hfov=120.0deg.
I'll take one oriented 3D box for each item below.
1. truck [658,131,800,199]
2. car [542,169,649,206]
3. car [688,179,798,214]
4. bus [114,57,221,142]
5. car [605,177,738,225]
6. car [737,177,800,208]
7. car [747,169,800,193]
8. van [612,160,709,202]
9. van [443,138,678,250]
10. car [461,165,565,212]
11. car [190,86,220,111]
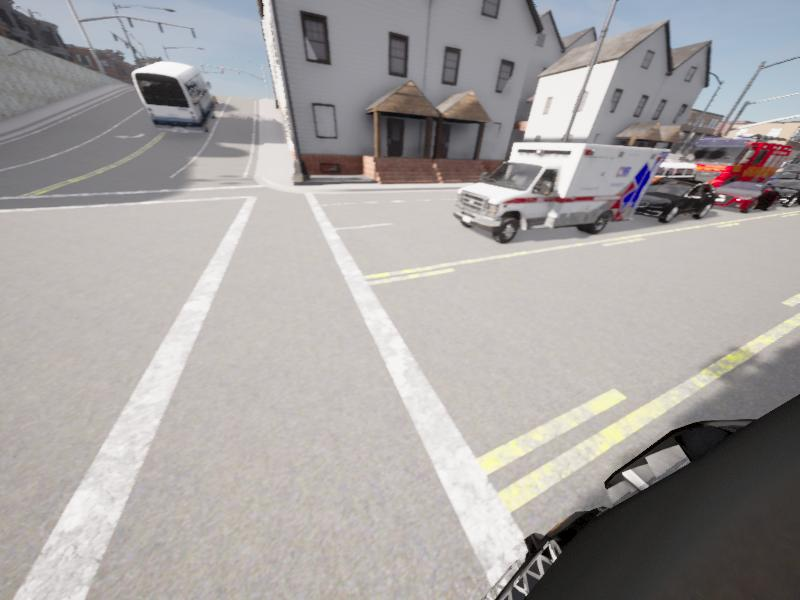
[{"bbox_3d":[24.997,-10.133,17.567,8.468,3.827,2.891,-11,36,-20],"label":"truck"},{"bbox_3d":[10.967,-6.421,13.048,4.902,1.511,2.128,-11,36,-20],"label":"car"},{"bbox_3d":[19.000,-5.832,12.878,4.181,1.385,1.994,-10,36,-18],"label":"car"},{"bbox_3d":[-20.294,-18.774,21.420,3.944,4.253,10.273,-11,50,-20],"label":"bus"},{"bbox_3d":[12.002,-4.523,10.284,4.892,1.490,1.837,-11,36,-20],"label":"car"},{"bbox_3d":[25.092,-7.091,15.104,4.892,1.490,1.837,-11,36,-20],"label":"car"},{"bbox_3d":[37.397,-11.729,22.705,4.553,1.767,2.097,-11,36,-20],"label":"car"},{"bbox_3d":[16.912,-7.808,15.091,4.480,2.038,2.069,-11,36,-20],"label":"van"},{"bbox_3d":[4.909,-3.520,7.413,6.366,2.431,2.351,-11,36,-20],"label":"van"},{"bbox_3d":[5.247,-5.345,10.925,3.988,1.617,1.851,-11,36,-20],"label":"car"},{"bbox_3d":[-24.268,-25.339,28.935,1.801,1.575,5.366,-11,49,-21],"label":"car"}]
